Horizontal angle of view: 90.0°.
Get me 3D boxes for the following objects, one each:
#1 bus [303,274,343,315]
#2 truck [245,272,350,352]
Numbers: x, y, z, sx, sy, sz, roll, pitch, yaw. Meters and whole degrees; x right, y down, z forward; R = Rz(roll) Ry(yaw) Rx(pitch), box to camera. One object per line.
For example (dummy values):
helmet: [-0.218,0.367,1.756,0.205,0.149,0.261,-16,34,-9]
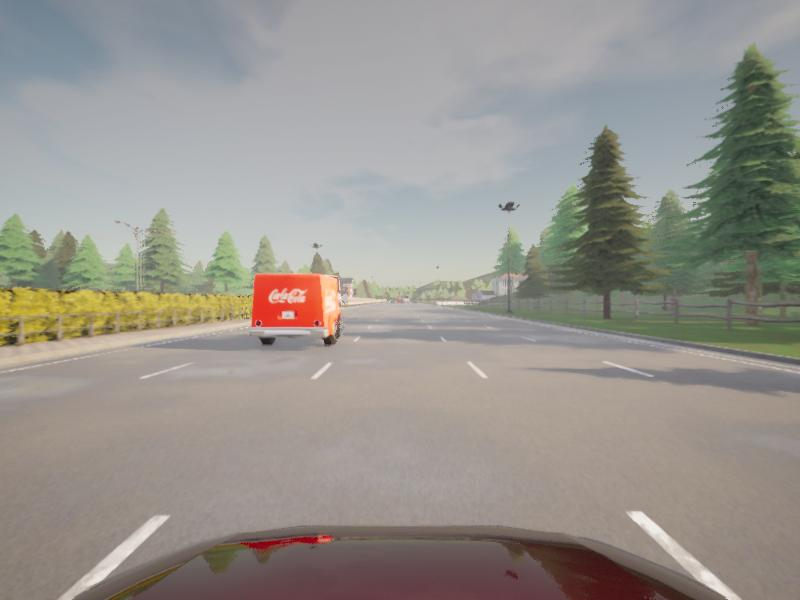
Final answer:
bus: [-9.368,-0.537,47.499,3.944,4.253,10.273,2,-1,-15]
truck: [-3.498,0.360,15.034,2.627,2.467,5.204,0,0,0]
